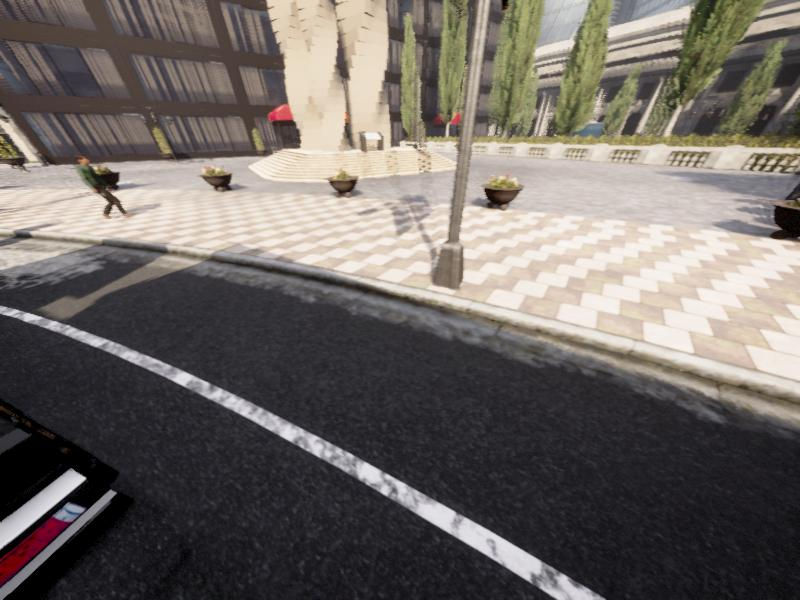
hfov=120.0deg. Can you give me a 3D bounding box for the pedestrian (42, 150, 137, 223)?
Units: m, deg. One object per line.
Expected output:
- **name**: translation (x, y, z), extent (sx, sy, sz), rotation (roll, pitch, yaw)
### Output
- **pedestrian**: translation (-9.198, -3.422, 6.996), extent (0.751, 1.860, 0.751), rotation (-18, 39, -23)

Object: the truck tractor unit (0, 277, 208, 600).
- **truck tractor unit**: translation (-5.269, -0.099, 0.509), extent (6.516, 4.208, 3.053), rotation (11, 37, 16)
